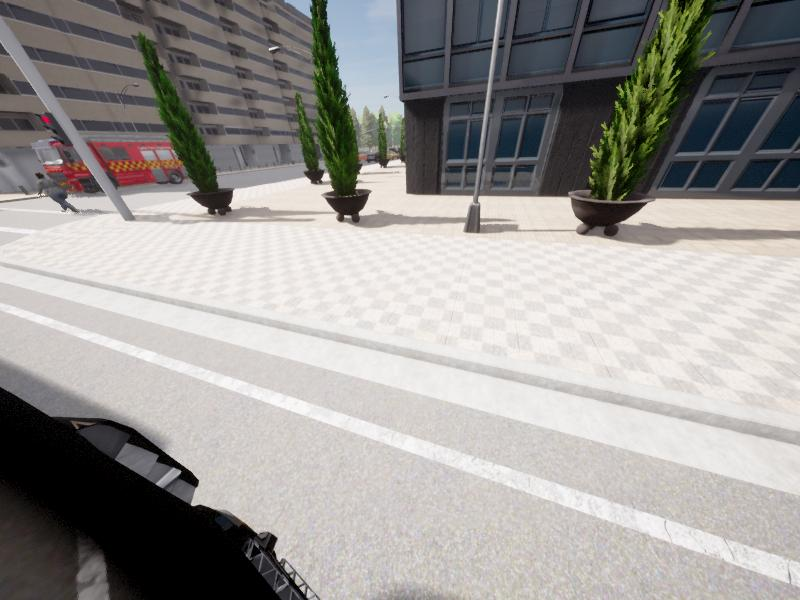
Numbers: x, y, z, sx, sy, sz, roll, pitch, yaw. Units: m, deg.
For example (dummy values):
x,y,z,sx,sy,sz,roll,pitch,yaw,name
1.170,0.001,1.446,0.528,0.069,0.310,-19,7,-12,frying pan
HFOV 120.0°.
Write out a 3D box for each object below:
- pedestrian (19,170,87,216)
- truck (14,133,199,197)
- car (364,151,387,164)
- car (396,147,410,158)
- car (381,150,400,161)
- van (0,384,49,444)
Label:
x,y,z,sx,sy,sz,roll,pitch,yaw,name
-16.442,-5.088,11.020,0.751,1.860,0.751,4,34,10,pedestrian
-23.214,-11.557,19.531,2.891,3.827,8.468,9,35,17,truck
-4.032,-24.215,39.157,2.007,1.525,4.514,9,35,17,car
0.759,-32.212,50.478,1.905,1.878,3.866,9,35,17,car
-1.708,-28.042,44.682,1.801,1.575,5.366,9,35,17,car
-6.109,0.530,1.814,4.442,1.987,1.775,9,35,17,van
